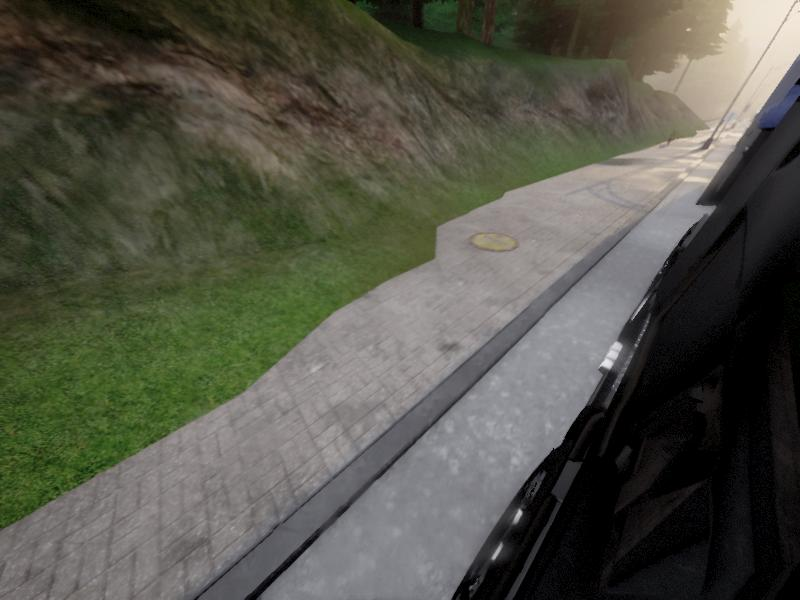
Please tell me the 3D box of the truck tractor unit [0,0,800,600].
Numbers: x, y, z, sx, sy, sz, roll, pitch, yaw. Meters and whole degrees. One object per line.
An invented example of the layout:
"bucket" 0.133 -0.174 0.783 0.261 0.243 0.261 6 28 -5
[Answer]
"truck tractor unit" 2.645 -0.295 0.351 6.516 4.208 3.053 -28 44 -30

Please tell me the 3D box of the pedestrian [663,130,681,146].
"pedestrian" 23.081 -13.796 19.639 0.500 1.100 0.500 19 42 26

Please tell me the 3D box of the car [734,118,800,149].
"car" 28.405 -12.931 17.882 4.611 1.667 2.242 -28 43 -30

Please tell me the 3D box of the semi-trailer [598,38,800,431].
"semi-trailer" 8.704 -3.590 4.238 14.254 4.402 2.717 -28 43 -30
